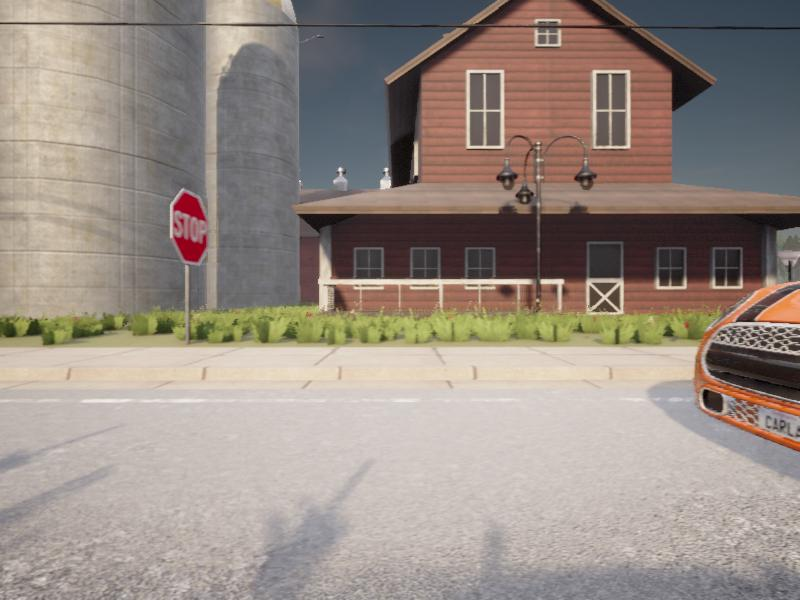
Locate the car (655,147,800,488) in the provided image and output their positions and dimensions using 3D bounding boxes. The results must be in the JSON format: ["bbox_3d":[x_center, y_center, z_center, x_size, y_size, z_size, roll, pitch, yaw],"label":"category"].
[{"bbox_3d":[4.347,0.090,2.200,4.553,1.767,2.097,0,0,0],"label":"car"}]
